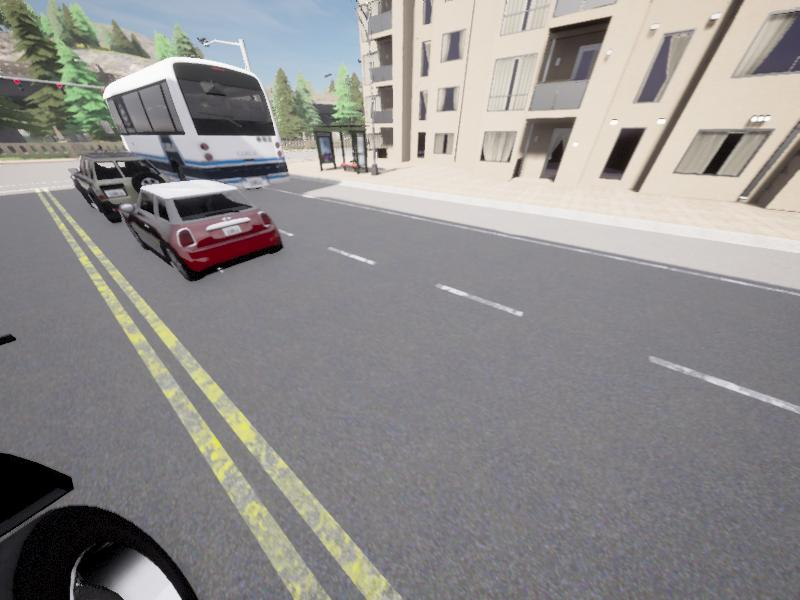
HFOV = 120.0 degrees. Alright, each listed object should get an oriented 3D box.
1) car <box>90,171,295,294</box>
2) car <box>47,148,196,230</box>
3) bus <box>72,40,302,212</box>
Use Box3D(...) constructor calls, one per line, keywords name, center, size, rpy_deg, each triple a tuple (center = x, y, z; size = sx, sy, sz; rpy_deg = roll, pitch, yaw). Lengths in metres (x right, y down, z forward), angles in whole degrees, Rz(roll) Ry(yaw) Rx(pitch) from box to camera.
Box3D(name="car", center=(-4.562, -1.814, 5.165), size=(3.806, 1.475, 1.970), rpy_deg=(22, 41, 28))
Box3D(name="car", center=(-9.467, -4.007, 7.886), size=(4.605, 1.855, 1.932), rpy_deg=(22, 41, 28))
Box3D(name="bus", center=(-9.984, -7.580, 10.893), size=(10.273, 4.253, 3.944), rpy_deg=(22, 41, 28))
